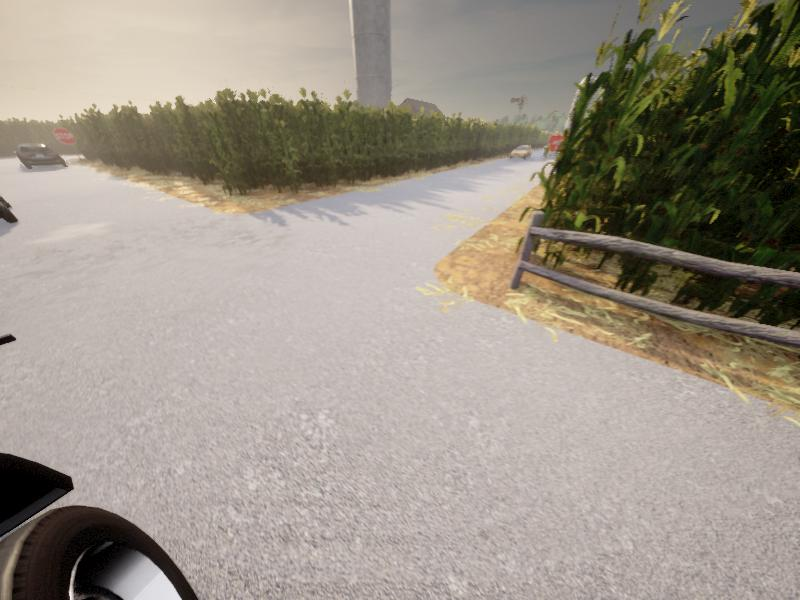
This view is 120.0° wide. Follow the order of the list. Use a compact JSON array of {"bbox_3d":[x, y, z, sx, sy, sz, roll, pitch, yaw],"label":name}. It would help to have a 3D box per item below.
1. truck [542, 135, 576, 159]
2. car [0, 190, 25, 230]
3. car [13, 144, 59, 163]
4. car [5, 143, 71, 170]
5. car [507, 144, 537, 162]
[{"bbox_3d":[21.590,-20.836,31.268,2.627,2.467,5.204,22,41,28],"label":"truck"},{"bbox_3d":[-13.840,-3.079,7.035,4.718,1.301,1.895,21,40,27],"label":"car"},{"bbox_3d":[-37.711,-15.326,24.046,3.806,1.475,1.970,26,43,32],"label":"car"},{"bbox_3d":[-30.810,-12.320,19.673,4.611,1.667,2.242,22,41,28],"label":"car"},{"bbox_3d":[14.982,-18.139,28.304,1.801,1.575,5.366,22,41,28],"label":"car"}]
